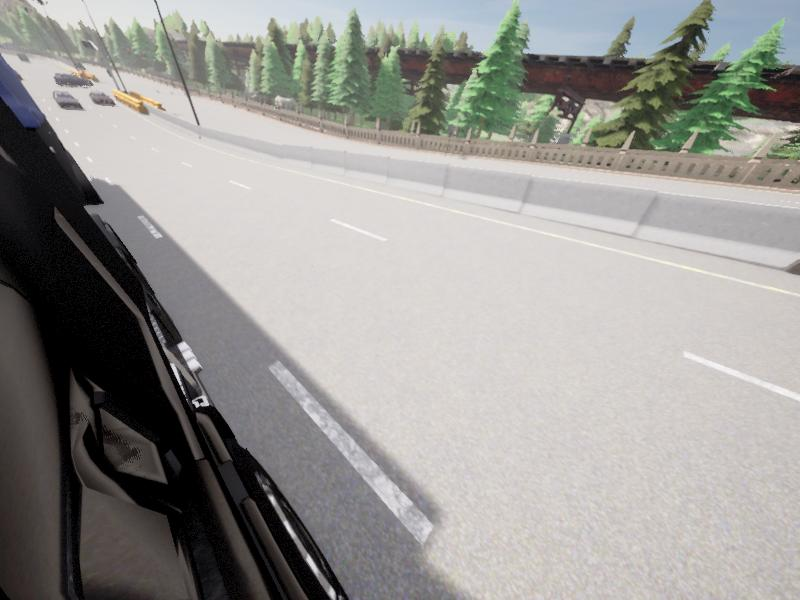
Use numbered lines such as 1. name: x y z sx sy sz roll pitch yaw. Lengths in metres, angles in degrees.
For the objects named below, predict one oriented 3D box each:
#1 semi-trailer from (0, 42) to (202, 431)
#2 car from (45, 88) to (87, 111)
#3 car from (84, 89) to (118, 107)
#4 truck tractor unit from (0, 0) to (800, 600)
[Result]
1. semi-trailer: -8.698 -3.598 4.238 14.254 4.402 2.717 28 44 30
2. car: -39.847 -23.883 27.571 5.357 1.411 2.033 34 46 25
3. car: -41.275 -27.854 31.880 4.181 1.385 1.994 34 46 26
4. truck tractor unit: -2.645 -0.295 0.351 6.516 4.208 3.053 28 44 30
